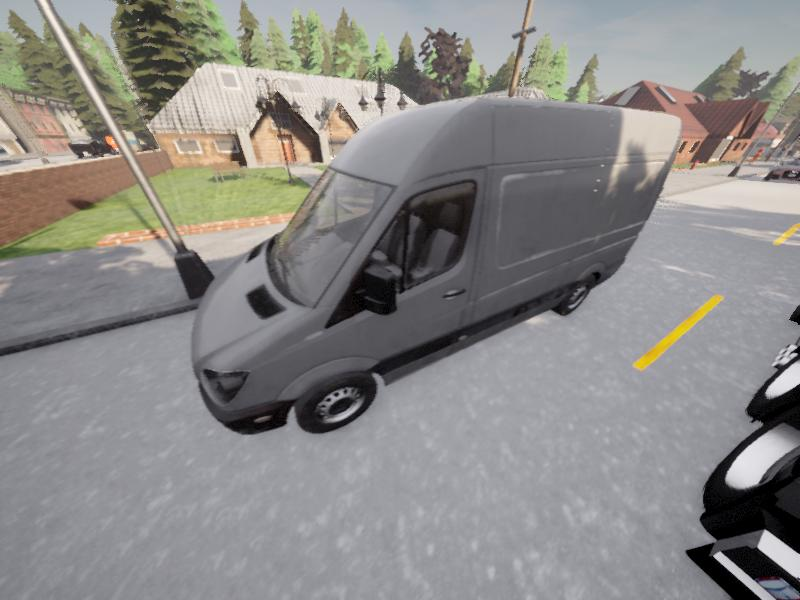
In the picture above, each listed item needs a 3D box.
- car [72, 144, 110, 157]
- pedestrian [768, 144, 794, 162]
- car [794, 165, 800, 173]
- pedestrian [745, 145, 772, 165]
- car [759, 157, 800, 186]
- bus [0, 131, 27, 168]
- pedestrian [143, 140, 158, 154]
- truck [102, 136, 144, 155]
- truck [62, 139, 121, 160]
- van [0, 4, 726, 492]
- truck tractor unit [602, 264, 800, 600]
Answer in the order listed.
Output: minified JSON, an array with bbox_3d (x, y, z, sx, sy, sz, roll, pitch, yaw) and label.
[{"bbox_3d":[-49.840,-24.209,37.401,1.801,1.575,5.366,-18,39,-24],"label":"car"},{"bbox_3d":[48.484,-18.690,29.433,0.751,1.860,0.751,26,42,31],"label":"pedestrian"},{"bbox_3d":[37.823,-12.202,20.576,3.806,1.475,1.970,-18,39,-24],"label":"car"},{"bbox_3d":[40.500,-16.434,26.122,0.751,1.860,0.751,-17,38,-23],"label":"pedestrian"},{"bbox_3d":[26.824,-8.667,15.494,4.181,1.385,1.994,-18,39,-24],"label":"car"},{"bbox_3d":[-36.762,-12.263,17.581,3.944,4.253,10.273,-18,39,-24],"label":"bus"},{"bbox_3d":[-41.230,-25.352,38.231,0.751,1.860,0.751,-6,35,-10],"label":"pedestrian"},{"bbox_3d":[-46.802,-26.339,39.290,2.627,2.467,5.204,-18,39,-24],"label":"truck"},{"bbox_3d":[-41.108,-20.355,31.066,2.390,2.098,6.274,-18,39,-24],"label":"truck"},{"bbox_3d":[0.734,-0.830,2.981,5.915,2.561,1.988,-17,38,-23],"label":"van"},{"bbox_3d":[5.110,-0.303,0.780,6.516,4.208,3.053,-18,39,-24],"label":"truck tractor unit"}]
